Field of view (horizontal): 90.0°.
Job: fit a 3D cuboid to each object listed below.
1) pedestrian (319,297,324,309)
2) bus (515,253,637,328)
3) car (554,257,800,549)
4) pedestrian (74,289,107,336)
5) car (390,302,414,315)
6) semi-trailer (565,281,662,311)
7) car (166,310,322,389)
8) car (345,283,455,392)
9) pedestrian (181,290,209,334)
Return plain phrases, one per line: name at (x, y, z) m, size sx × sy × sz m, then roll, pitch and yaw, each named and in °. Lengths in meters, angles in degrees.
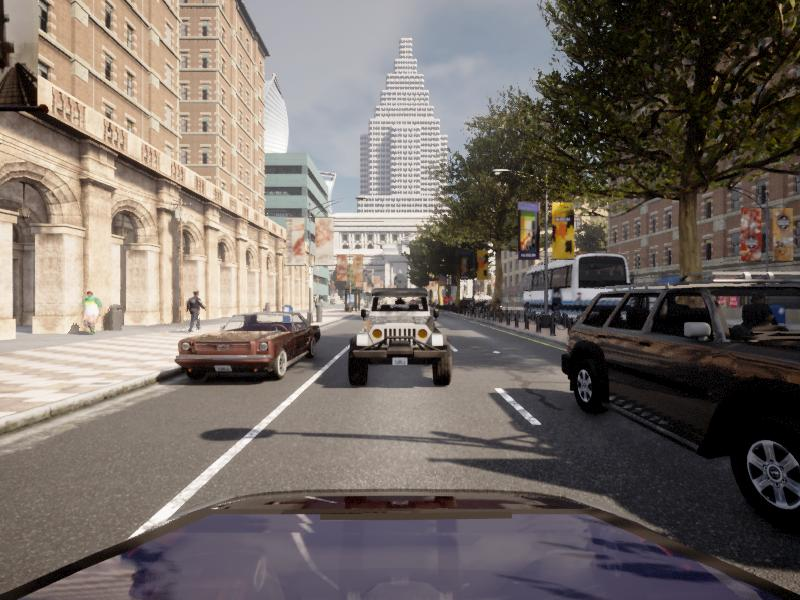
pedestrian at (-12.556, 0.494, 63.857) m, size 0.751 × 1.860 × 0.751 m, roll 0°, pitch 0°, yaw 1°
bus at (11.400, -0.530, 27.660) m, size 3.944 × 4.253 × 10.273 m, roll 0°, pitch 0°, yaw 0°
car at (3.501, 0.653, 4.281) m, size 1.932 × 1.855 × 4.605 m, roll 0°, pitch 0°, yaw 0°
pedestrian at (-12.425, 0.487, 16.089) m, size 0.751 × 1.860 × 0.751 m, roll 0°, pitch 0°, yaw 0°
car at (0.173, 0.901, 44.399) m, size 2.033 × 1.411 × 5.357 m, roll 0°, pitch 0°, yaw -6°
semi-trailer at (32.604, -0.609, 61.133) m, size 14.254 × 4.402 × 2.717 m, roll 0°, pitch 0°, yaw -8°
car at (-3.250, 0.940, 9.526) m, size 1.895 × 1.301 × 4.718 m, roll 0°, pitch 0°, yaw 0°
car at (-0.001, 0.647, 8.820) m, size 1.905 × 1.878 × 3.866 m, roll 0°, pitch 0°, yaw 0°
pedestrian at (-8.891, 0.488, 17.375) m, size 0.751 × 1.860 × 0.751 m, roll 0°, pitch 0°, yaw 16°
